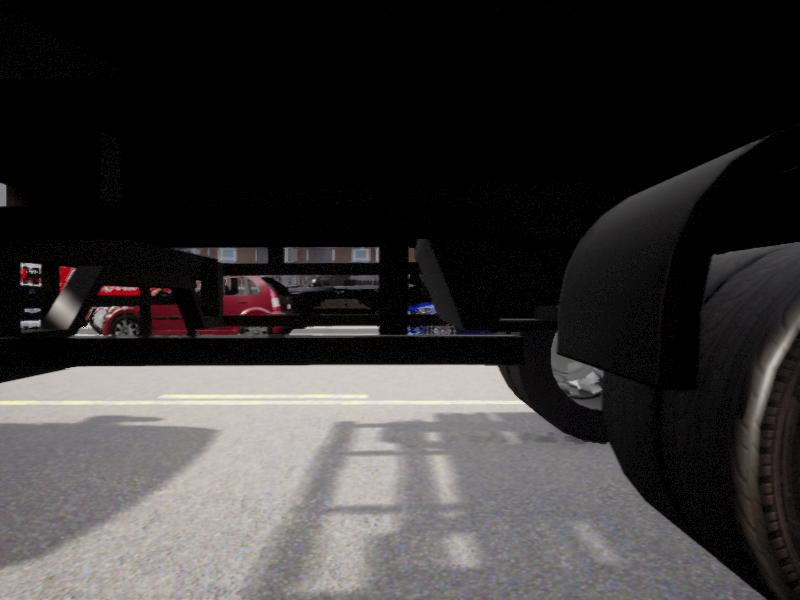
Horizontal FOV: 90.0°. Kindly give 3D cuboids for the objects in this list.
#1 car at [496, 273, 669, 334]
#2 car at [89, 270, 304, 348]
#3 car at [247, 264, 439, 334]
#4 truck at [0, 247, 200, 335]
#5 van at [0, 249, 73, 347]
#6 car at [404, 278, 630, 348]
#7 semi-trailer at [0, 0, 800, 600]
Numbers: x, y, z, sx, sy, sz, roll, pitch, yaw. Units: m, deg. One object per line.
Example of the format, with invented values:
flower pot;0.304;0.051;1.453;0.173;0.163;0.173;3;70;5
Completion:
car;5.574;0.097;12.722;4.553;1.767;2.097;0;0;0
car;-4.421;0.186;9.175;3.988;1.617;1.851;0;0;0
car;-1.658;-0.033;12.665;5.566;2.045;2.150;0;0;0
truck;-9.522;-0.248;12.526;5.204;2.467;2.627;0;0;1
van;-10.562;-0.034;9.144;4.480;2.038;2.069;0;0;0
car;2.441;0.270;9.197;4.674;1.442;1.812;0;0;0
semi-trailer;5.241;-1.218;2.221;14.254;4.402;2.717;0;0;0
